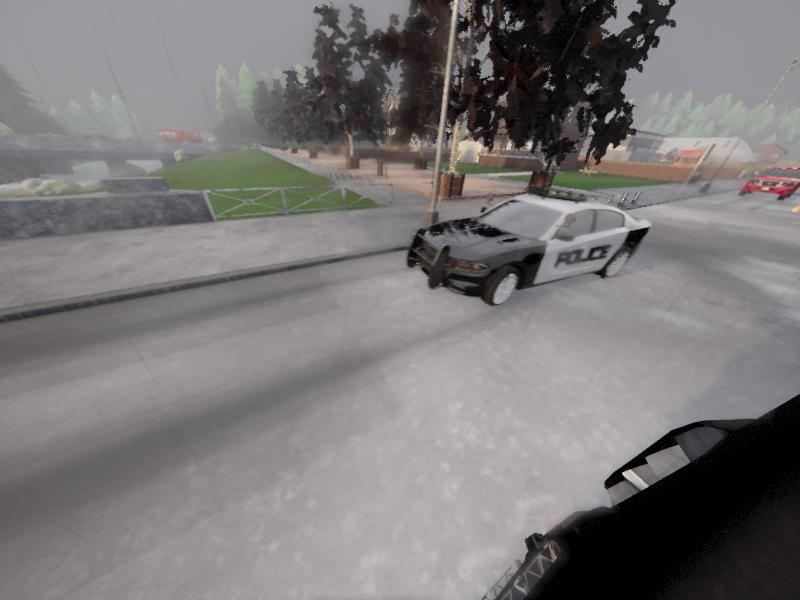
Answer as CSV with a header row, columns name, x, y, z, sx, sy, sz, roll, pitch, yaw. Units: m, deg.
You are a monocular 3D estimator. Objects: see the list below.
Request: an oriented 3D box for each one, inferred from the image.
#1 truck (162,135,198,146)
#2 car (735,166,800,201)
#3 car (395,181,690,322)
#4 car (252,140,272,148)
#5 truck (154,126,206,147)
name,x,y,z,sx,sy,sz,roll,pitch,yaw
truck,-57.838,-42.082,60.965,6.274,2.098,2.390,-16,38,-26
car,28.952,-9.065,17.785,5.566,2.045,2.150,-16,38,-26
car,2.706,-1.338,4.648,5.238,1.638,1.930,-11,36,-21
car,-41.337,-46.730,69.345,4.605,1.855,1.932,-16,38,-26
truck,-54.908,-41.067,58.095,8.468,3.827,2.891,-16,38,-26
